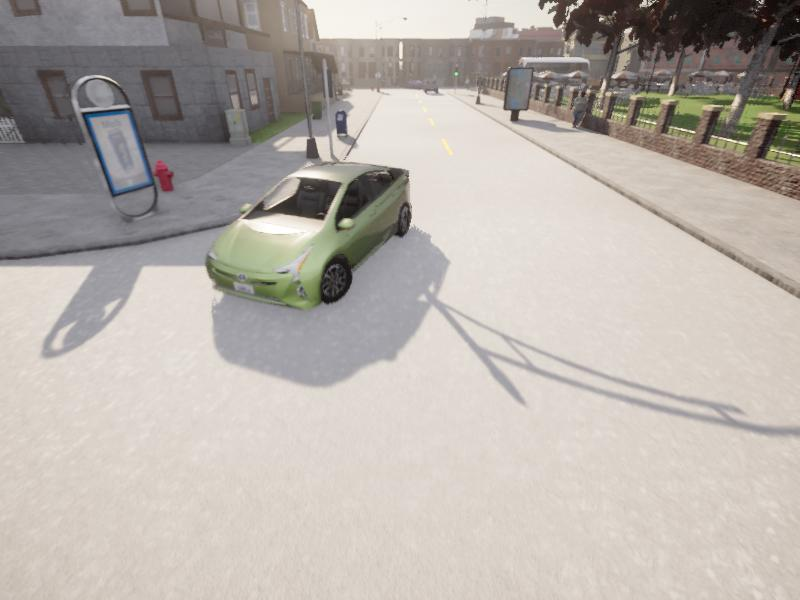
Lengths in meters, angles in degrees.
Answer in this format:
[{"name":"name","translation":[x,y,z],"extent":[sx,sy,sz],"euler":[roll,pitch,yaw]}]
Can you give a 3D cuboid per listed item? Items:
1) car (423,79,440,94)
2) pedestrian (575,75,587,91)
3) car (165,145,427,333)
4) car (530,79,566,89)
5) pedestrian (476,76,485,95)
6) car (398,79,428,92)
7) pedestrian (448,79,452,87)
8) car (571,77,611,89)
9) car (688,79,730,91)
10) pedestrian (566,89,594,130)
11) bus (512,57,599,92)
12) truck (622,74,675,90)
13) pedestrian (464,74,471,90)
[{"name":"car","translation":[3.935,-27.272,51.064],"extent":[1.845,1.501,3.633],"euler":[0,30,0]},{"name":"pedestrian","translation":[24.374,-29.217,53.812],"extent":[0.751,1.860,0.751],"euler":[-11,32,-19]},{"name":"car","translation":[-1.236,-1.473,6.995],"extent":[2.007,1.525,4.514],"euler":[12,32,19]},{"name":"car","translation":[22.707,-33.332,61.655],"extent":[4.718,1.301,1.895],"euler":[0,30,0]},{"name":"pedestrian","translation":[9.300,-24.812,46.267],"extent":[0.751,1.860,0.751],"euler":[-1,30,-1]},{"name":"car","translation":[1.955,-32.113,59.853],"extent":[1.812,1.442,4.674],"euler":[-23,37,-33]},{"name":"pedestrian","translation":[8.025,-35.045,64.516],"extent":[0.500,1.100,0.500],"euler":[11,32,18]},{"name":"car","translation":[29.418,-33.450,61.620],"extent":[5.008,1.535,1.882],"euler":[0,30,0]},{"name":"car","translation":[46.945,-32.741,60.932],"extent":[4.514,1.525,2.007],"euler":[12,32,20]},{"name":"pedestrian","translation":[9.347,-9.916,20.837],"extent":[0.751,1.860,0.751],"euler":[0,30,0]},{"name":"bus","translation":[22.144,-32.482,57.699],"extent":[10.273,4.253,3.944],"euler":[0,30,0]},{"name":"truck","translation":[38.153,-33.602,61.560],"extent":[6.274,2.098,2.390],"euler":[0,30,0]},{"name":"pedestrian","translation":[9.334,-30.170,55.419],"extent":[0.751,1.860,0.751],"euler":[3,30,5]}]
